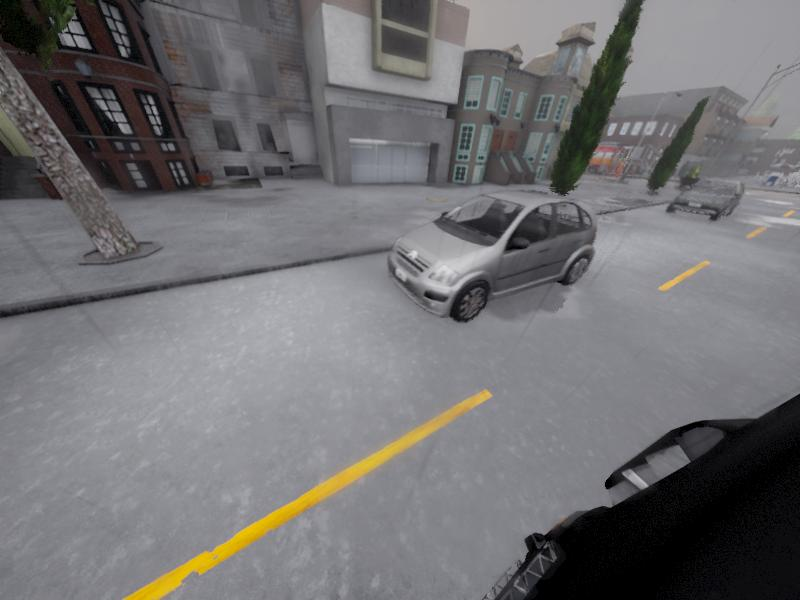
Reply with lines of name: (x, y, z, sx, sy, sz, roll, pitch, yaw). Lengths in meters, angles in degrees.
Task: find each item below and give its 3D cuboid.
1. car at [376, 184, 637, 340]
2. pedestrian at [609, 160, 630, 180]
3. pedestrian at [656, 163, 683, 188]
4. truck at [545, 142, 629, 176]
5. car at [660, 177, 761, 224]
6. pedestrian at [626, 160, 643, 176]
car: (1.785, -1.044, 4.200, 3.988, 1.617, 1.851, -15, 37, -24)
pedestrian: (24.195, -14.322, 25.447, 0.751, 1.860, 0.751, -15, 38, -25)
pedestrian: (23.433, -10.824, 20.121, 0.751, 1.860, 0.751, -27, 44, -37)
truck: (26.994, -20.937, 34.075, 2.891, 3.827, 8.468, -17, 38, -27)
car: (14.549, -4.779, 10.854, 3.705, 1.549, 1.789, -16, 38, -27)
pedestrian: (33.702, -18.971, 33.171, 0.751, 1.860, 0.751, -14, 37, -23)
